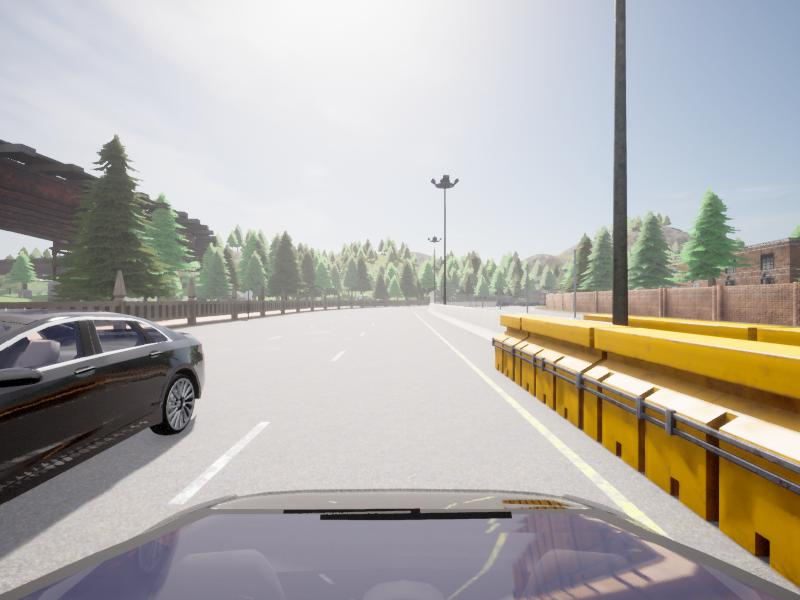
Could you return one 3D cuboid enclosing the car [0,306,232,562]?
[{"bbox_3d":[-3.500,0.837,3.363,2.128,1.511,4.902,0,0,0],"label":"car"}]
